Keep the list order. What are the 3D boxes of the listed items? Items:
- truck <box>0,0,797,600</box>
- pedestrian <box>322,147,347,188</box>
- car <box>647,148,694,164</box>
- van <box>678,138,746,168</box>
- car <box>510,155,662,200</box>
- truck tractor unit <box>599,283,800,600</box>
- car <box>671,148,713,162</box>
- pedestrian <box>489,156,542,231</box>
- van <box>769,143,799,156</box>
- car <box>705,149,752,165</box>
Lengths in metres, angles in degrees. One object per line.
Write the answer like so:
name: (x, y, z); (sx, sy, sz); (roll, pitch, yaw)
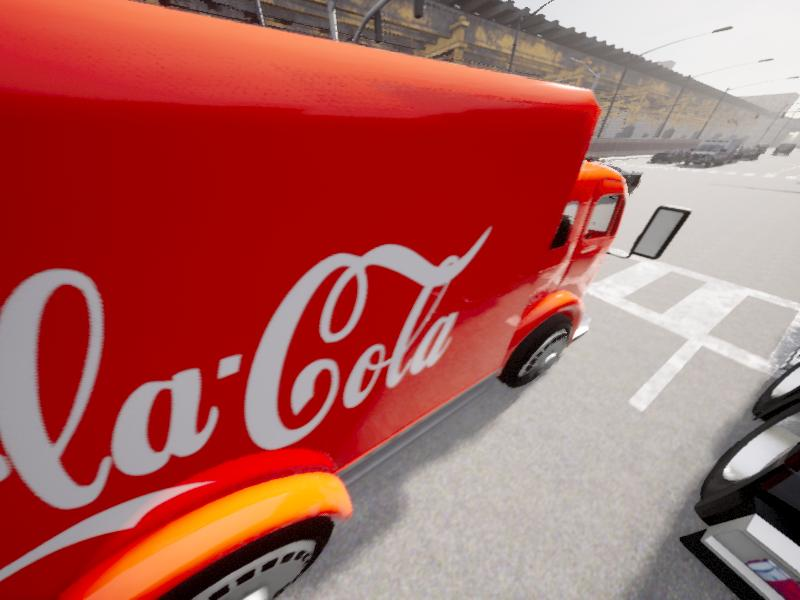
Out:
truck: (-0.326, -0.174, 2.045); (5.204, 2.467, 2.627); (-17, 39, -25)
pedestrian: (-3.489, -7.106, 12.399); (0.751, 1.860, 0.751); (-23, 41, -30)
car: (33.004, -17.585, 28.189); (5.357, 1.411, 2.033); (-18, 39, -24)
van: (33.461, -15.834, 24.799); (6.366, 2.431, 2.351); (-18, 39, -24)
car: (8.427, -5.852, 10.978); (5.238, 1.638, 1.930); (0, 35, -1)
truck tractor unit: (5.148, -0.261, 0.728); (6.516, 4.208, 3.053); (-17, 39, -23)
car: (39.539, -19.725, 31.311); (5.357, 1.411, 2.033); (-18, 39, -24)
pedestrian: (3.270, -3.085, 6.745); (0.751, 1.860, 0.751); (5, 35, 6)
van: (72.485, -28.426, 43.561); (4.442, 1.987, 1.775); (-18, 39, -24)
car: (40.336, -17.661, 28.380); (5.357, 1.411, 2.033); (-18, 39, -24)
